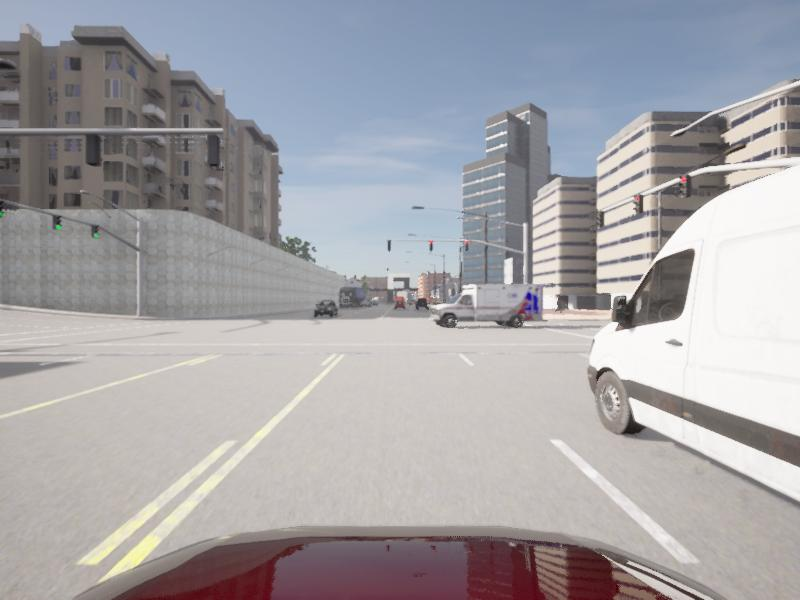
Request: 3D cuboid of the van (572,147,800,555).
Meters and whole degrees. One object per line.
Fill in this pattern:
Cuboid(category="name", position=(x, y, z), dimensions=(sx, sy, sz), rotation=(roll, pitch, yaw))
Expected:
Cuboid(category="van", position=(3.502, 0.321, 2.881), dimensions=(1.988, 2.561, 5.915), rotation=(0, 0, 0))

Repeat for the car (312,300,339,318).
Cuboid(category="car", position=(-7.000, 0.779, 38.031), dimensions=(1.851, 1.617, 3.988), rotation=(0, 0, 0))

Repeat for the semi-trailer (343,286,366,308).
Cuboid(category="semi-trailer", position=(-9.623, -0.638, 86.403), dimensions=(2.717, 4.402, 14.254), rotation=(0, 0, 2))

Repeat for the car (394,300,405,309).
Cuboid(category="car", position=(-0.023, 0.771, 70.321), dimensions=(1.851, 1.617, 3.988), rotation=(0, 0, 0))

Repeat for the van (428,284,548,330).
Cuboid(category="van", position=(4.962, 0.372, 23.079), dimensions=(6.366, 2.431, 2.351), rotation=(0, 0, -9))

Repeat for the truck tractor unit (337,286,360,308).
Cuboid(category="truck tractor unit", position=(-10.015, -0.537, 78.500), dimensions=(3.053, 4.208, 6.516), rotation=(0, 0, 5))

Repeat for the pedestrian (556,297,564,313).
Cuboid(category="pedestrian", position=(18.798, 0.586, 47.030), dimensions=(0.751, 1.860, 0.751), rotation=(0, 0, 16))
